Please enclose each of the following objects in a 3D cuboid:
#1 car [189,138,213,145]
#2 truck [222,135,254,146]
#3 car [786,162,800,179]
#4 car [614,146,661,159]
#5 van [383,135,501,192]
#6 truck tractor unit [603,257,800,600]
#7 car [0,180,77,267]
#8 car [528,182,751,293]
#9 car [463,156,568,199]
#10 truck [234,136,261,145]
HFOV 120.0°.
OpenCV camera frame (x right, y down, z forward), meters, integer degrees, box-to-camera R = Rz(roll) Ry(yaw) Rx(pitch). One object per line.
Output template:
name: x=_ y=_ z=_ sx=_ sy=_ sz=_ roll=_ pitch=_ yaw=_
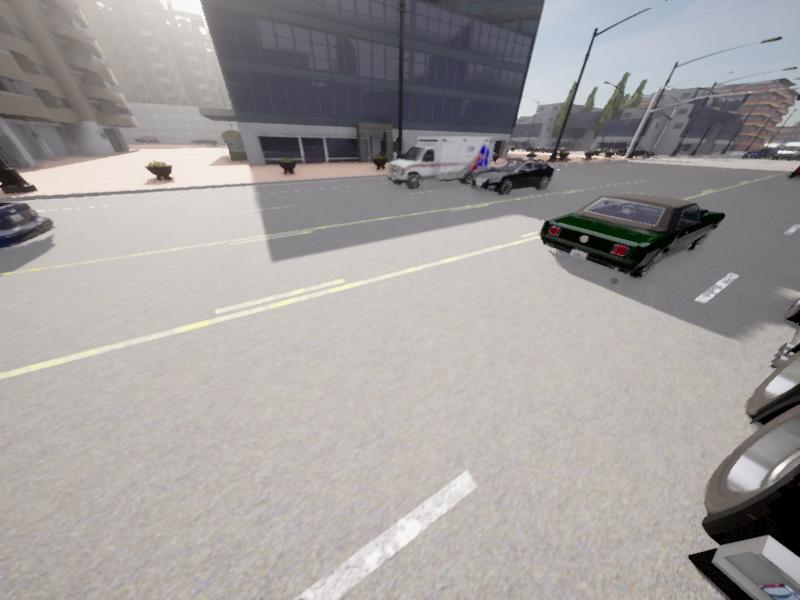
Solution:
car: x=-53.497 y=-42.687 z=62.208 sx=4.718 sy=1.301 sz=1.895 roll=-16 pitch=38 yaw=-23
truck: x=-42.215 y=-41.701 z=60.412 sx=6.274 sy=2.098 sz=2.390 roll=-16 pitch=38 yaw=-23
car: x=31.432 y=-9.917 z=17.212 sx=4.193 sy=1.474 sz=1.816 roll=-17 pitch=38 yaw=-24
car: x=39.971 y=-24.972 z=39.040 sx=1.882 sy=1.535 sz=5.008 roll=-17 pitch=38 yaw=-24
van: x=2.434 y=-8.104 z=13.534 sx=6.366 sy=2.431 sz=2.351 roll=-17 pitch=39 yaw=-24
truck tractor unit: x=5.095 y=-0.317 z=0.797 sx=6.516 sy=4.208 sz=3.053 roll=-19 pitch=39 yaw=-25
car: x=-11.066 y=-1.187 z=4.375 sx=5.357 sy=1.411 sz=2.033 roll=-17 pitch=38 yaw=-24
car: x=5.609 y=-1.774 z=5.459 sx=4.718 sy=1.301 sz=1.895 roll=-17 pitch=39 yaw=-24
car: x=6.018 y=-6.562 z=12.151 sx=4.902 sy=1.511 sz=2.128 roll=-17 pitch=39 yaw=-24
truck: x=-45.211 y=-47.555 z=68.855 sx=6.274 sy=2.098 sz=2.390 roll=-16 pitch=38 yaw=-23
